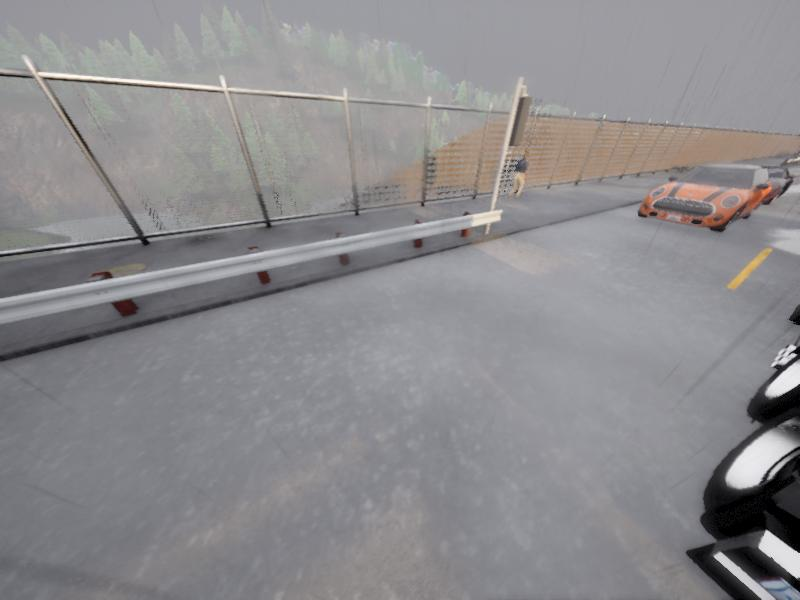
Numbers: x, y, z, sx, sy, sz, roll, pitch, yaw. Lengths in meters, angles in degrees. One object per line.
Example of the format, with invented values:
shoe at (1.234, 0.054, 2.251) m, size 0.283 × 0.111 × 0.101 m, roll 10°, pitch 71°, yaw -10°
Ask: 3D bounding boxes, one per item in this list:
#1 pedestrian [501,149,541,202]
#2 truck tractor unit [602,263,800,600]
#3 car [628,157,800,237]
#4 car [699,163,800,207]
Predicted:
pedestrian at (5.065, -5.253, 9.756) m, size 0.751 × 1.860 × 0.751 m, roll -20°, pitch 40°, yaw -26°
truck tractor unit at (5.112, -0.299, 0.787) m, size 6.516 × 4.208 × 3.053 m, roll -18°, pitch 39°, yaw -24°
car at (10.557, -3.690, 7.843) m, size 4.553 × 1.767 × 2.097 m, roll -18°, pitch 39°, yaw -24°
car at (16.891, -5.601, 11.022) m, size 4.181 × 1.385 × 1.994 m, roll -18°, pitch 39°, yaw -25°
